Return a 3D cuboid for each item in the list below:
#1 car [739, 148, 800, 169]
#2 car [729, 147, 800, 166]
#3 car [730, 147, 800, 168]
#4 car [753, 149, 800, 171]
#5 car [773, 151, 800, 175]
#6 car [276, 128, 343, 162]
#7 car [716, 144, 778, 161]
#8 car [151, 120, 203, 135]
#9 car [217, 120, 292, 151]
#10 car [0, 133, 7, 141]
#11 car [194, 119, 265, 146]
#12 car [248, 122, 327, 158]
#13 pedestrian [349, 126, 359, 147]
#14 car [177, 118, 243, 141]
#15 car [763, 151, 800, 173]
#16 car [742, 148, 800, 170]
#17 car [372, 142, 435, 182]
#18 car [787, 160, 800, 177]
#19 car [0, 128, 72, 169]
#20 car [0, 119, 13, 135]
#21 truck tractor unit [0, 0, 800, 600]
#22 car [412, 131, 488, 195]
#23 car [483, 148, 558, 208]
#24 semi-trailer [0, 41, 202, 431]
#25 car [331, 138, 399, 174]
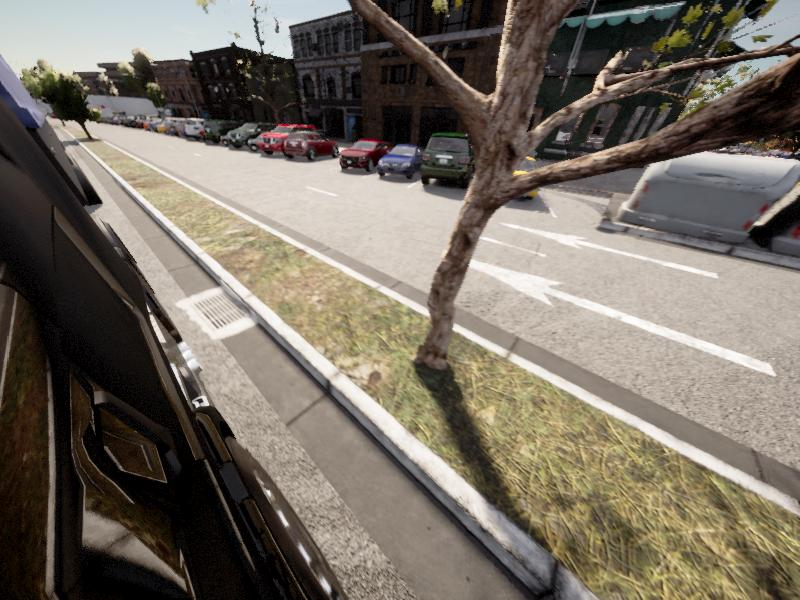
[{"bbox_3d":[43.229,-16.087,26.216,5.008,1.535,2.097,15,39,15],"label":"car"},{"bbox_3d":[47.113,-18.618,29.914,4.792,1.488,2.163,15,39,15],"label":"car"},{"bbox_3d":[44.982,-17.409,28.093,5.366,1.575,1.946,15,39,15],"label":"car"},{"bbox_3d":[39.364,-13.521,22.523,5.008,1.535,2.097,15,39,15],"label":"car"},{"bbox_3d":[35.502,-10.964,18.844,4.892,1.521,2.231,15,38,15],"label":"car"},{"bbox_3d":[-6.546,-11.785,17.505,2.185,1.767,4.553,14,37,15],"label":"car"},{"bbox_3d":[52.854,-22.592,35.356,4.553,1.767,2.185,15,39,15],"label":"car"},{"bbox_3d":[-34.128,-26.550,35.655,1.946,1.575,5.366,14,37,14],"label":"car"},{"bbox_3d":[-13.429,-15.577,21.916,2.435,2.045,5.566,14,38,14],"label":"car"},{"bbox_3d":[-34.894,-12.758,17.172,1.946,1.575,5.366,14,39,15],"label":"car"},{"bbox_3d":[-18.024,-18.067,24.946,2.435,2.045,5.566,14,37,15],"label":"car"},{"bbox_3d":[-8.826,-13.117,18.928,2.435,2.045,5.566,14,38,14],"label":"car"},{"bbox_3d":[-5.185,-18.482,26.072,0.751,1.860,0.751,27,43,26],"label":"pedestrian"},{"bbox_3d":[-22.625,-20.522,27.929,2.435,2.045,5.566,14,37,15],"label":"car"},{"bbox_3d":[37.407,-12.226,20.708,4.792,1.488,2.163,15,39,15],"label":"car"},{"bbox_3d":[41.122,-14.850,24.410,5.366,1.575,1.946,15,39,15],"label":"car"},{"bbox_3d":[0.372,-7.957,13.111,2.002,1.452,4.674,15,38,14],"label":"car"},{"bbox_3d":[33.752,-9.647,16.961,5.366,1.575,1.946,15,39,15],"label":"car"},{"bbox_3d":[-18.712,-7.697,11.603,4.181,1.385,1.994,28,44,30],"label":"car"},{"bbox_3d":[-41.798,-16.475,21.283,2.435,2.045,5.566,14,39,14],"label":"car"},{"bbox_3d":[-2.645,-0.295,0.351,6.516,4.208,3.053,28,44,30],"label":"truck tractor unit"},{"bbox_3d":[2.691,-6.977,11.451,2.435,2.045,5.566,14,37,15],"label":"car"},{"bbox_3d":[5.047,-5.632,10.201,1.946,1.575,5.366,14,37,15],"label":"car"},{"bbox_3d":[-8.698,-3.604,4.228,14.254,4.402,2.717,28,44,30],"label":"semi-trailer"},{"bbox_3d":[-1.933,-9.230,14.601,2.097,1.535,5.008,15,38,14],"label":"car"}]
